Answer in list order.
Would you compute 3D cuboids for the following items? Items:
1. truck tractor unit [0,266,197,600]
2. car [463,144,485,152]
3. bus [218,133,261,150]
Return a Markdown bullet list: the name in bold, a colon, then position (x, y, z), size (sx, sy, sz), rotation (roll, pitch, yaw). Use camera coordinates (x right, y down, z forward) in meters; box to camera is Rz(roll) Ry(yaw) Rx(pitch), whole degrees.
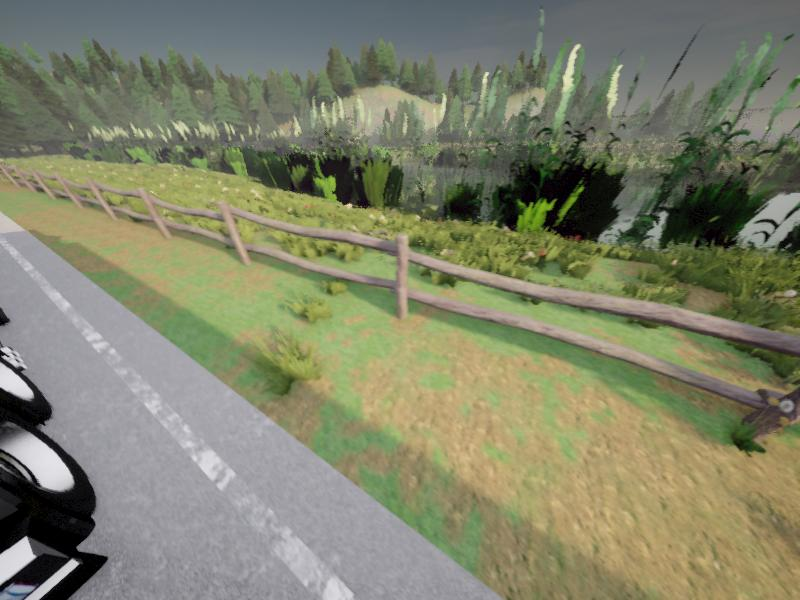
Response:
- **truck tractor unit**: position (-5.117, -0.292, 0.789), size (6.516, 4.208, 3.053), rotation (18, 39, 24)
- **car**: position (16.809, -34.590, 52.431), size (4.181, 1.385, 1.994), rotation (17, 38, 23)
- **bus**: position (-49.566, -49.078, 71.493), size (10.273, 4.253, 3.944), rotation (9, 36, 13)
